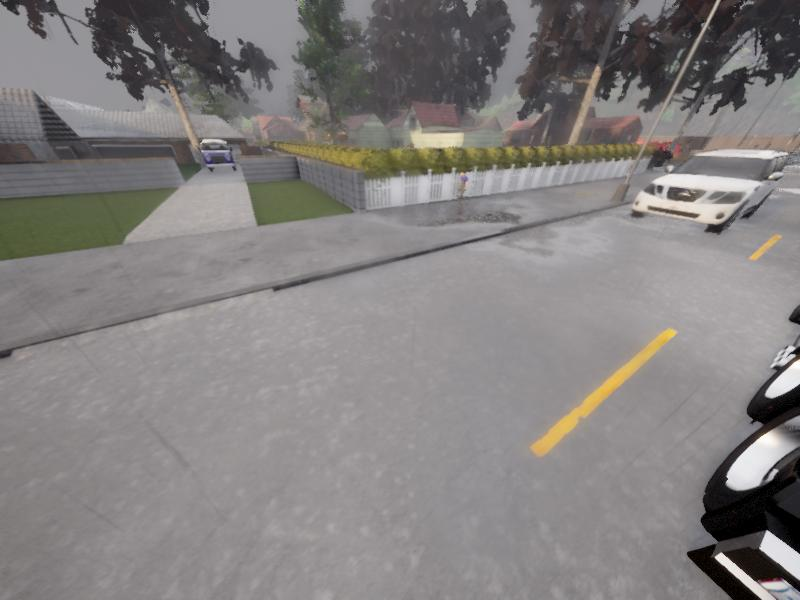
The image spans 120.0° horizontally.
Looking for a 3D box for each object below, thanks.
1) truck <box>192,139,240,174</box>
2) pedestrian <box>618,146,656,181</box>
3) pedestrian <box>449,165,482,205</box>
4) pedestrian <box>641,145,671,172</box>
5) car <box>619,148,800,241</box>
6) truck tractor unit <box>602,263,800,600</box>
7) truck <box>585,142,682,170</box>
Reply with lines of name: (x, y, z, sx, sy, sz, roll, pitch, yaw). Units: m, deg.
truck: (-13.917, -11.161, 17.807, 2.069, 2.038, 4.478, -18, 39, -24)
pedestrian: (15.092, -8.719, 14.751, 0.751, 1.860, 0.751, -10, 36, -15)
pedestrian: (2.592, -4.591, 9.247, 0.751, 1.300, 0.751, -17, 39, -24)
pedestrian: (21.140, -11.742, 19.130, 0.751, 1.860, 0.751, 11, 36, 15)
car: (10.479, -3.794, 7.726, 5.566, 2.045, 2.150, -18, 39, -24)
truck tractor unit: (5.116, -0.293, 0.797, 6.516, 4.208, 3.053, -18, 39, -24)
truck: (23.319, -14.774, 23.528, 2.390, 2.098, 6.274, -18, 39, -24)
